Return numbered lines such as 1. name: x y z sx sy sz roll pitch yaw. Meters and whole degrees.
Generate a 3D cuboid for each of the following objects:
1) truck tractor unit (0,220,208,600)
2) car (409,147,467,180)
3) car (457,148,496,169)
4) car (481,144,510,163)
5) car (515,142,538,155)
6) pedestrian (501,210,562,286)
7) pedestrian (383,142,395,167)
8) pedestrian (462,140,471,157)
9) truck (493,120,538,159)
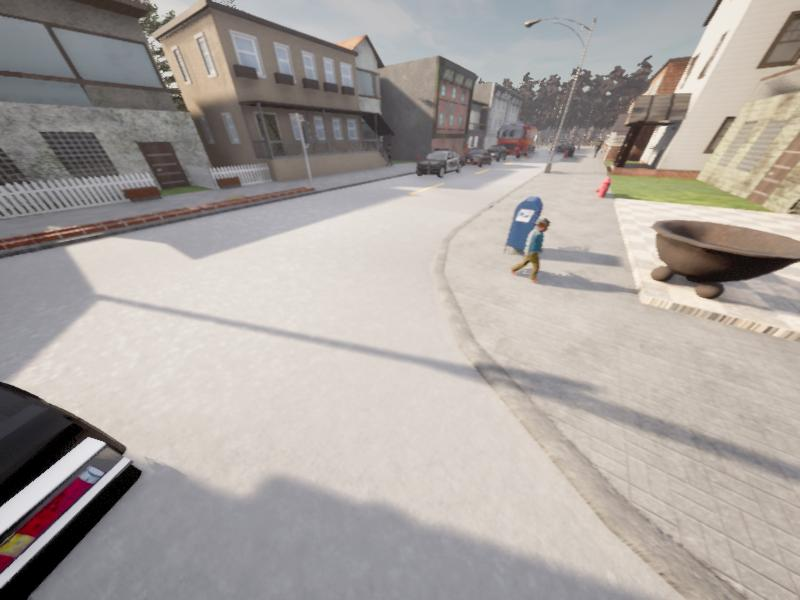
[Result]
1. truck tractor unit: -5.330 0.032 0.306 6.516 4.208 3.053 7 36 9
2. car: 2.891 -10.020 16.749 1.930 1.638 5.238 21 40 27
3. car: 7.264 -13.484 21.862 1.994 1.385 4.181 22 41 28
4. car: 10.689 -16.404 25.814 1.789 1.549 3.705 21 41 28
5. car: 20.522 -24.586 37.398 2.163 1.488 4.792 21 41 28
6. pedestrian: 2.235 -0.893 4.007 0.500 1.100 0.500 29 44 35
7. pedestrian: -0.964 -12.816 20.360 0.751 1.860 0.751 21 40 28
8. pedestrian: 8.882 -20.312 30.905 0.751 1.860 0.751 23 42 30
9. truck: 15.540 -21.394 30.880 2.891 3.827 8.468 21 41 28
